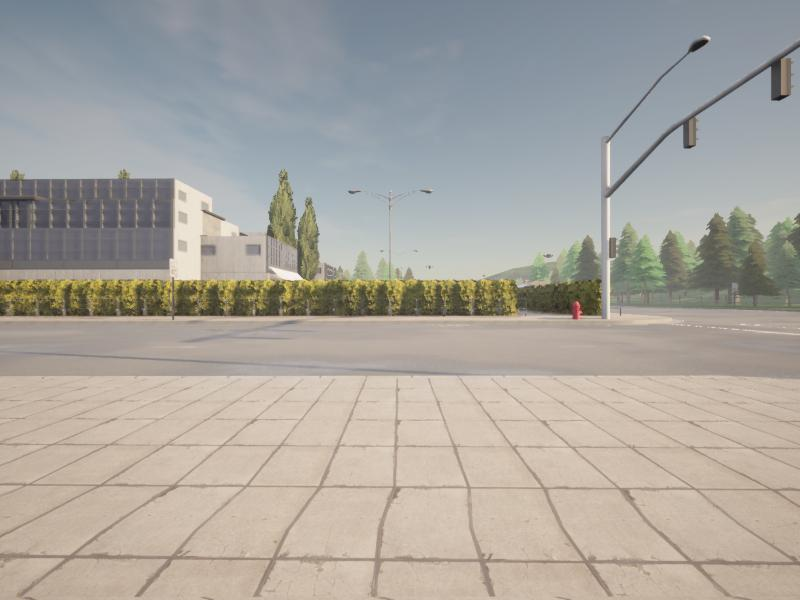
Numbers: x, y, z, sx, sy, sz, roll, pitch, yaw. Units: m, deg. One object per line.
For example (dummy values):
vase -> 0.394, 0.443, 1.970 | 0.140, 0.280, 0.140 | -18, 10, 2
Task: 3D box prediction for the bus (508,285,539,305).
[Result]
bus -> 27.555, -1.162, 90.146 | 3.944, 4.253, 10.273 | 0, 0, 1
